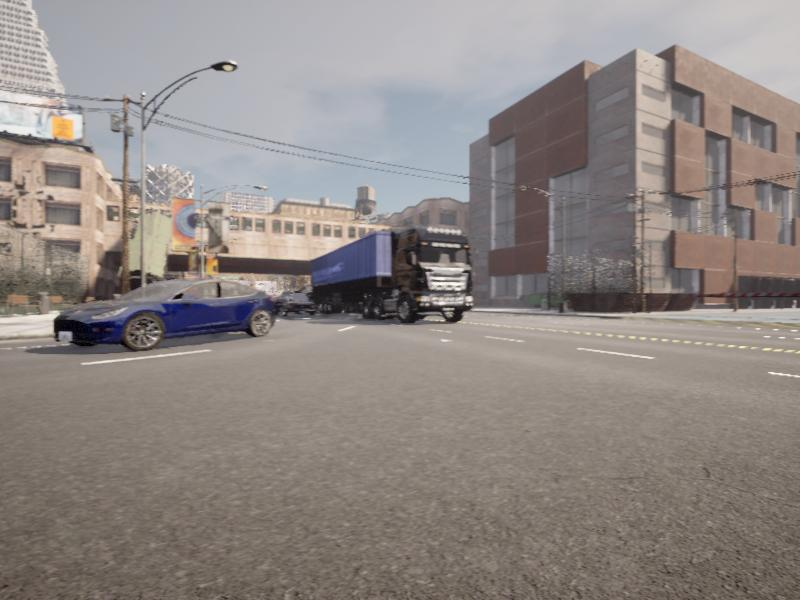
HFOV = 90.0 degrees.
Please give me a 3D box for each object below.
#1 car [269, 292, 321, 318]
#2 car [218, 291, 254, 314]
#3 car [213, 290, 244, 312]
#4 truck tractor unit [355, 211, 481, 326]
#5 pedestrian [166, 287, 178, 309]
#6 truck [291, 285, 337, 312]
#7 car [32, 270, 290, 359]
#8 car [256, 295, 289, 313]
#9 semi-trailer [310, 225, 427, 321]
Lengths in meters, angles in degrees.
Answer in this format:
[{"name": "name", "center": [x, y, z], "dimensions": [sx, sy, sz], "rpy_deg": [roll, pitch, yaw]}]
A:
[{"name": "car", "center": [-6.589, 0.268, 24.648], "dimensions": [2.033, 1.411, 5.357], "rpy_deg": [0, 0, -26]}, {"name": "car", "center": [-12.074, 0.185, 29.246], "dimensions": [2.097, 1.535, 5.008], "rpy_deg": [0, 0, -26]}, {"name": "car", "center": [-15.028, 0.052, 34.953], "dimensions": [2.185, 1.767, 4.553], "rpy_deg": [0, 0, -26]}, {"name": "truck tractor unit", "center": [0.463, -1.135, 18.258], "dimensions": [3.053, 4.208, 6.516], "rpy_deg": [0, 0, -26]}, {"name": "pedestrian", "center": [-19.293, -0.167, 33.868], "dimensions": [0.751, 1.860, 0.751], "rpy_deg": [0, 0, -20]}, {"name": "truck", "center": [-7.573, -0.092, 34.628], "dimensions": [2.390, 2.098, 6.274], "rpy_deg": [0, 0, -26]}, {"name": "car", "center": [-4.993, 0.236, 9.303], "dimensions": [2.163, 1.488, 4.792], "rpy_deg": [0, 0, 23]}, {"name": "car", "center": [-10.518, 0.306, 32.660], "dimensions": [1.895, 1.301, 4.718], "rpy_deg": [0, 0, -26]}, {"name": "semi-trailer", "center": [-2.872, -1.240, 25.434], "dimensions": [2.717, 4.402, 14.254], "rpy_deg": [0, 0, -25]}]
